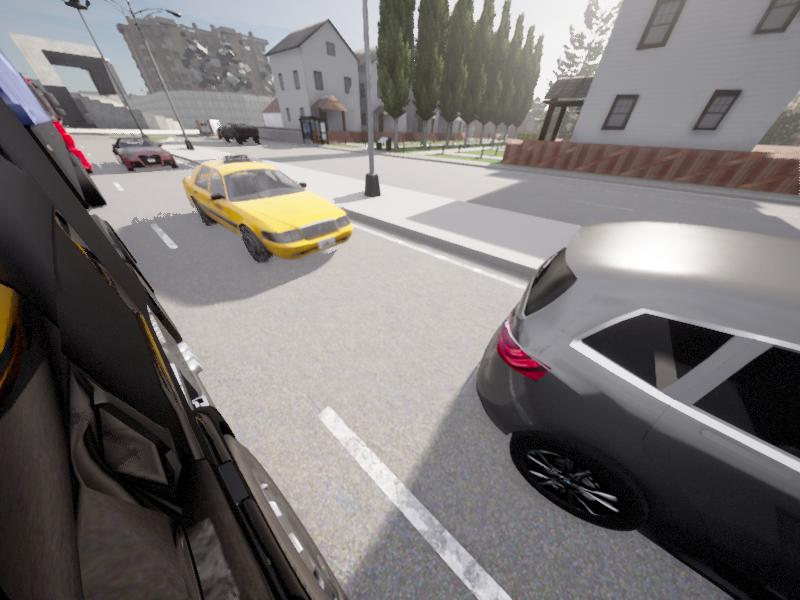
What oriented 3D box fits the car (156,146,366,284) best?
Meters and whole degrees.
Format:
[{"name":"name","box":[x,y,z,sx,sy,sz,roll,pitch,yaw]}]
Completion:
[{"name":"car","box":[-3.333,-2.372,5.288,5.366,1.575,1.801,28,44,31]}]

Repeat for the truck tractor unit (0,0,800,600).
[{"name":"truck tractor unit","box":[-2.645,-0.295,0.351,6.516,4.208,3.053,28,44,30]}]

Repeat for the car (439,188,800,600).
[{"name":"car","box":[2.862,0.884,1.124,4.611,1.667,2.242,28,44,30]}]

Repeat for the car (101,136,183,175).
[{"name":"car","box":[-13.797,-7.840,12.329,4.181,1.385,1.994,28,44,30]}]

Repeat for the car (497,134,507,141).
[{"name":"car","box":[29.317,-46.675,66.225,2.033,1.649,4.856,15,39,17]}]

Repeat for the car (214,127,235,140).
[{"name":"car","box":[-26.688,-25.275,35.061,1.816,1.474,4.193,-22,43,-28]}]

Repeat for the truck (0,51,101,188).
[{"name":"truck","box":[-17.162,-7.881,10.178,8.468,3.827,2.891,28,44,30]}]

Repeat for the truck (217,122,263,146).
[{"name":"truck","box":[-19.620,-20.379,28.287,6.274,2.098,2.390,30,45,32]}]

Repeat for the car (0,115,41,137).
[{"name":"car","box":[-49.067,-21.166,28.036,5.566,2.045,2.150,-5,38,-10]}]

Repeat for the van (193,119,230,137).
[{"name":"van","box":[-34.335,-31.607,42.414,2.351,2.431,6.366,-4,37,-8]}]

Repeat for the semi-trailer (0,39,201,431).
[{"name":"semi-trailer","box":[-8.684,-3.581,4.290,14.254,4.402,2.717,28,44,30]}]
